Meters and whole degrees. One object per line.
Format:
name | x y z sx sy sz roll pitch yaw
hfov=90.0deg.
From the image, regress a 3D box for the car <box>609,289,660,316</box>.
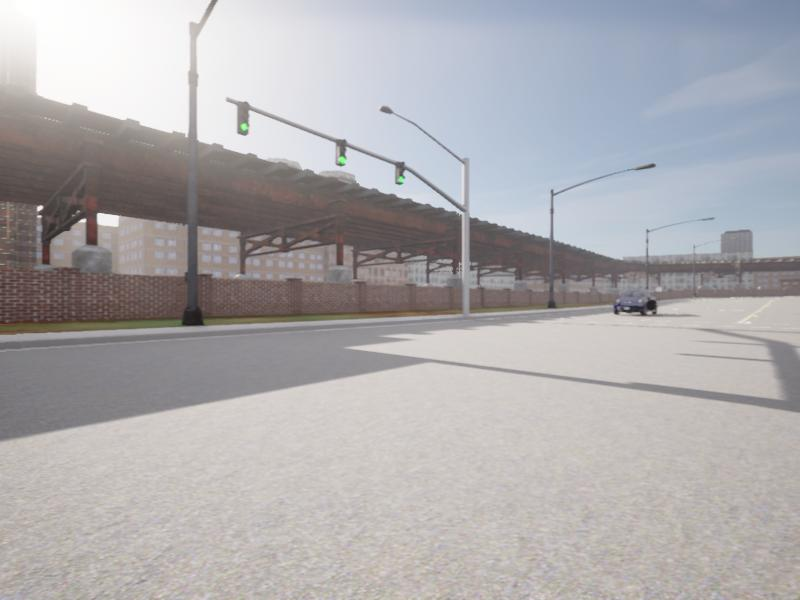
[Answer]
car | 14.185 0.143 24.121 1.845 1.501 3.633 0 1 44
